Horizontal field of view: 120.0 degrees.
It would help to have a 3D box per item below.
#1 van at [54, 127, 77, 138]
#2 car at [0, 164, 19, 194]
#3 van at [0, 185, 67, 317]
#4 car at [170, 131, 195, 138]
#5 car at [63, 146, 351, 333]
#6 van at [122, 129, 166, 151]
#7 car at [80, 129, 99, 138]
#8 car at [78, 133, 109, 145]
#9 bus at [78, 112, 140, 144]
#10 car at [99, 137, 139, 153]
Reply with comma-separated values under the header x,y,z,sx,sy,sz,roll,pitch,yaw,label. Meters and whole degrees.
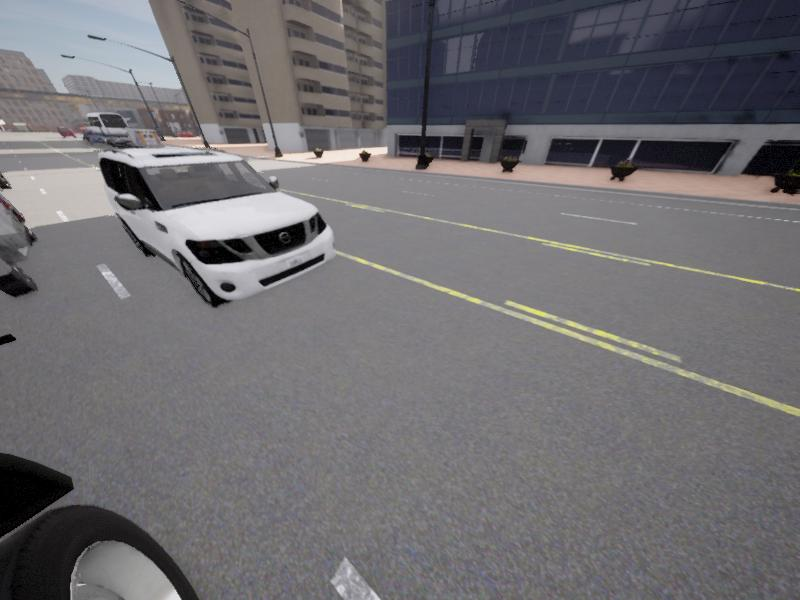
x,y,z,sx,sy,sz,roll,pitch,yaw,label
-72.956,-36.609,50.441,4.442,1.987,1.775,23,41,28,van
-21.162,-6.209,11.254,4.902,1.511,2.128,22,41,28,car
-8.948,-1.559,3.951,6.366,2.431,2.351,22,41,28,van
-63.744,-48.573,67.749,2.242,1.667,4.611,24,42,29,car
-3.895,-1.804,4.667,5.566,2.045,2.150,22,41,28,car
-38.298,-24.003,34.546,6.366,2.431,2.351,24,42,27,van
-71.783,-38.442,53.382,3.633,1.501,1.845,23,41,28,car
-50.793,-26.647,38.258,5.357,1.411,2.033,24,42,27,car
-52.449,-31.011,41.685,10.273,4.253,3.944,24,41,27,bus
-37.849,-20.883,31.108,4.902,1.511,2.128,24,42,27,car
